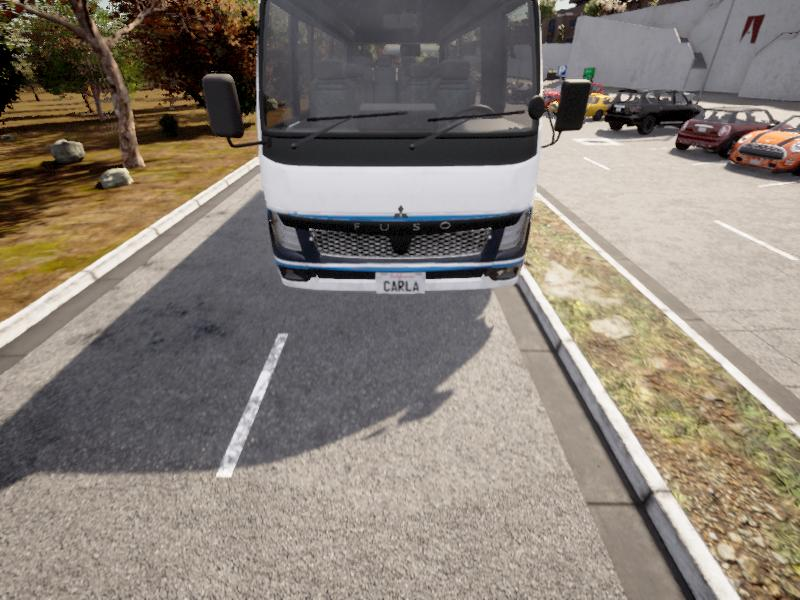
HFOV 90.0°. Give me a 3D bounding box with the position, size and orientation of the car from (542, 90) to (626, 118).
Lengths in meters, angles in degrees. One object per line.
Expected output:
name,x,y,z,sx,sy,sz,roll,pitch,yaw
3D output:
car,13.320,-14.270,29.034,5.366,1.575,1.946,-10,32,-18

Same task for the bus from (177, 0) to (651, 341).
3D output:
bus,0.064,-3.881,8.444,3.944,4.253,10.273,0,30,-1

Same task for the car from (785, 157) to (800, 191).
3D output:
car,13.708,-3.758,10.927,4.892,1.521,2.231,-10,32,-18

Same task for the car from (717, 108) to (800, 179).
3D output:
car,13.704,-5.384,13.464,4.553,1.767,2.185,-10,32,-18

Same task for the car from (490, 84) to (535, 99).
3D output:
car,13.290,-24.739,47.323,4.674,1.452,2.002,-10,32,-18

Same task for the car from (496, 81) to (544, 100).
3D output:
car,13.349,-23.389,44.651,4.553,1.767,2.185,-10,32,-18

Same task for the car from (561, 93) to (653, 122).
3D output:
car,13.696,-12.835,26.557,5.366,1.575,1.946,-10,31,-18

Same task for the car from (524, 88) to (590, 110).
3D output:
car,13.409,-17.260,34.301,4.792,1.488,2.163,-10,32,-18

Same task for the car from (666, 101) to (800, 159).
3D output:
car,13.612,-6.887,16.043,4.553,1.767,2.185,-10,32,-18

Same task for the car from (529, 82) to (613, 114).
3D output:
car,13.443,-16.006,31.558,5.566,2.045,2.435,-10,32,-18

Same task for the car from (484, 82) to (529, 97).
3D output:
car,13.283,-26.269,49.932,4.792,1.488,2.163,-10,32,-18

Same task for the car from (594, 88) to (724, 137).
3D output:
car,13.609,-10.022,21.192,5.566,2.045,2.435,-10,31,-18

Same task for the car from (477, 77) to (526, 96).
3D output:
car,13.256,-28.020,52.383,5.566,2.045,2.435,-10,32,-18

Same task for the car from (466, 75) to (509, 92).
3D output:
car,13.117,-32.564,60.128,5.566,2.045,2.435,-10,33,-18

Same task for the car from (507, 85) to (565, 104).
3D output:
car,13.369,-20.281,39.504,5.008,1.535,2.097,-10,31,-18

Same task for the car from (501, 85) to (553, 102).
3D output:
car,13.349,-21.742,42.125,4.674,1.452,2.002,-10,32,-18

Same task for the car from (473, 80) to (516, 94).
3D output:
car,13.027,-29.285,55.032,5.366,1.575,1.946,-10,32,-18
